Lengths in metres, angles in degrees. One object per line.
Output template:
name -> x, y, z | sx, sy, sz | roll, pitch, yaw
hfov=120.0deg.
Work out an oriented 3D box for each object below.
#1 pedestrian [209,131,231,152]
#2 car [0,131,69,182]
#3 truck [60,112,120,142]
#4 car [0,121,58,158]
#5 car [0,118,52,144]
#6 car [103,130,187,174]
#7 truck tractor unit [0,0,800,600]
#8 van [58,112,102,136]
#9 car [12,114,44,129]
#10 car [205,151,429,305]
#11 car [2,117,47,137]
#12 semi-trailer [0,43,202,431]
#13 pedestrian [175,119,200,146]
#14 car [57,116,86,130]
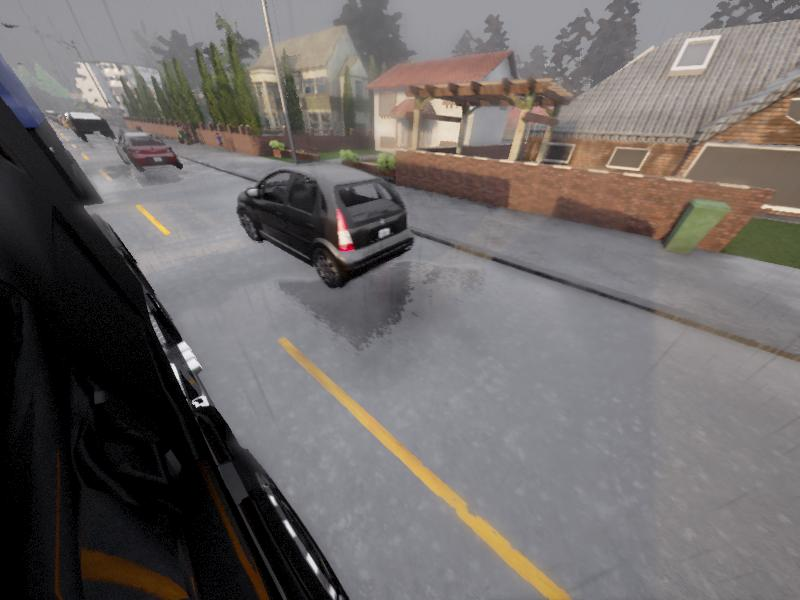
pedestrian -> -13.636, -12.020, 17.517 | 0.751, 1.300, 0.751 | 29, 44, 31
car -> -15.991, -6.080, 9.605 | 4.181, 1.385, 1.994 | 28, 44, 30
truck -> -30.144, -16.839, 22.447 | 6.274, 2.098, 2.390 | 28, 43, 29
car -> -22.886, -9.734, 13.910 | 4.514, 1.525, 2.007 | 28, 44, 30
car -> -31.109, -14.034, 19.123 | 4.514, 1.525, 2.007 | 28, 44, 30
car -> -13.022, -7.642, 11.786 | 4.193, 1.474, 1.816 | 28, 43, 29
truck tractor unit -> -2.645, -0.295, 0.352 | 6.516, 4.208, 3.053 | 28, 44, 30
van -> -37.796, -20.809, 27.308 | 4.480, 2.038, 2.069 | 28, 43, 29
car -> -53.321, -25.612, 33.150 | 5.008, 1.535, 1.882 | 28, 44, 29
car -> -1.699, -1.785, 4.583 | 3.988, 1.617, 1.851 | 28, 43, 29
car -> -38.637, -17.893, 23.838 | 4.193, 1.474, 1.816 | 27, 43, 29
semi-trailer -> -8.696, -3.608, 4.228 | 14.254, 4.402, 2.717 | 28, 44, 30
pedestrian -> -18.643, -14.684, 20.286 | 0.751, 1.860, 0.751 | 24, 42, 26
car -> -49.986, -26.985, 35.156 | 5.366, 1.575, 1.801 | 28, 43, 29
